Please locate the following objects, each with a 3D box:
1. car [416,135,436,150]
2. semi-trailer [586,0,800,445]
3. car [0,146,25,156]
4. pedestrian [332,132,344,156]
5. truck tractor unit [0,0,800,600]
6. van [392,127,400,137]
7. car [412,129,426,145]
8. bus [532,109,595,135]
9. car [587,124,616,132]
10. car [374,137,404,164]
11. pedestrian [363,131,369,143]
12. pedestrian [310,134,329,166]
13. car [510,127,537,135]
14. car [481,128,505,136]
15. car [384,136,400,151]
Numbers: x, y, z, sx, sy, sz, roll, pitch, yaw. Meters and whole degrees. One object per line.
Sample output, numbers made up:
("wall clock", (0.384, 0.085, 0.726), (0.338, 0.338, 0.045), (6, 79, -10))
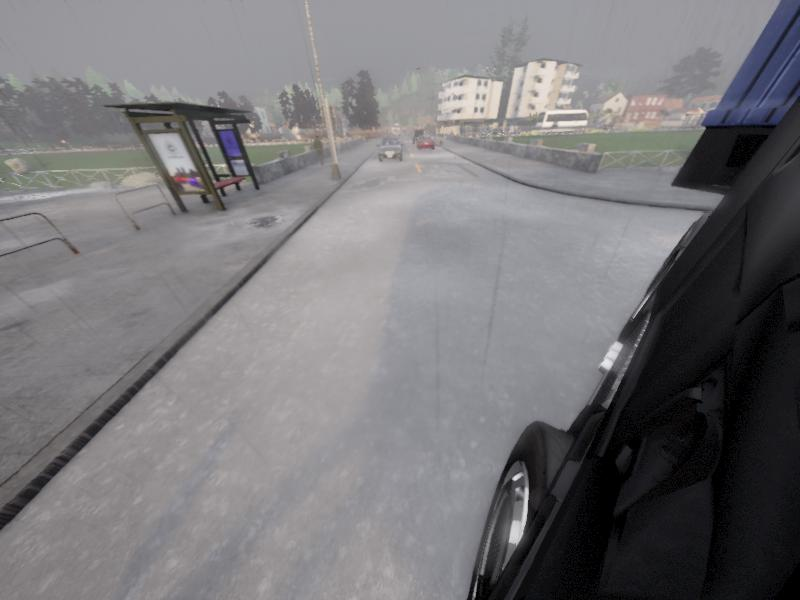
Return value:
("car", (3.078, -19.354, 28.320), (1.994, 1.385, 4.181), (-2, 37, 1))
("semi-trailer", (9.968, -2.071, 2.179), (14.254, 4.402, 2.717), (-9, 37, -9))
("car", (-87.461, -32.696, 50.722), (2.152, 1.651, 5.027), (-2, 37, 1))
("pedestrian", (-6.135, -15.456, 22.901), (0.751, 1.860, 0.751), (-2, 37, 1))
("truck tractor unit", (2.645, -0.295, 0.352), (6.516, 4.208, 3.053), (-28, 44, -30))
("van", (-1.263, -53.085, 73.012), (2.351, 2.431, 6.366), (-2, 37, 1))
("car", (3.006, -26.365, 37.315), (1.905, 1.878, 3.866), (-2, 37, 1))
("bus", (36.593, -40.183, 52.276), (10.273, 4.253, 3.944), (-1, 37, 1))
("car", (48.754, -41.717, 56.051), (4.892, 1.490, 1.837), (-2, 37, 1))
("car", (-0.761, -12.570, 19.266), (2.128, 1.511, 4.902), (-1, 37, 2))
("pedestrian", (-6.044, -29.251, 41.450), (0.751, 1.860, 0.751), (-3, 37, -1))
("pedestrian", (-5.735, -10.745, 16.546), (0.751, 1.860, 0.751), (-6, 37, -5))
("car", (30.022, -41.177, 56.330), (5.357, 1.411, 2.033), (-1, 37, 1))
("car", (22.665, -40.954, 56.308), (4.892, 1.490, 1.837), (-1, 37, 1))
("car", (-0.923, -19.618, 28.932), (1.895, 1.301, 4.718), (-2, 37, 1))
